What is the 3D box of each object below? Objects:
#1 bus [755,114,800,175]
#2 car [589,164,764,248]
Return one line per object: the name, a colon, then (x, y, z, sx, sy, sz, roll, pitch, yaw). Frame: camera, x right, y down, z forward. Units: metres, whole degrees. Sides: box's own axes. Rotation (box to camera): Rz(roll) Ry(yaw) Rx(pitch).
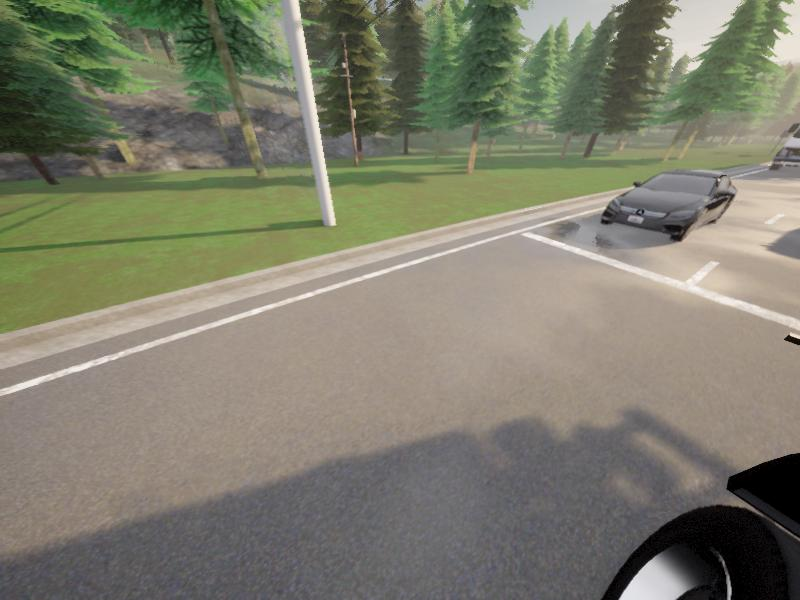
bus: (32.075, -11.811, 16.666, 10.273, 4.253, 3.944, -18, 39, -23)
car: (8.118, -2.990, 6.805, 4.674, 1.442, 1.812, -19, 39, -24)
